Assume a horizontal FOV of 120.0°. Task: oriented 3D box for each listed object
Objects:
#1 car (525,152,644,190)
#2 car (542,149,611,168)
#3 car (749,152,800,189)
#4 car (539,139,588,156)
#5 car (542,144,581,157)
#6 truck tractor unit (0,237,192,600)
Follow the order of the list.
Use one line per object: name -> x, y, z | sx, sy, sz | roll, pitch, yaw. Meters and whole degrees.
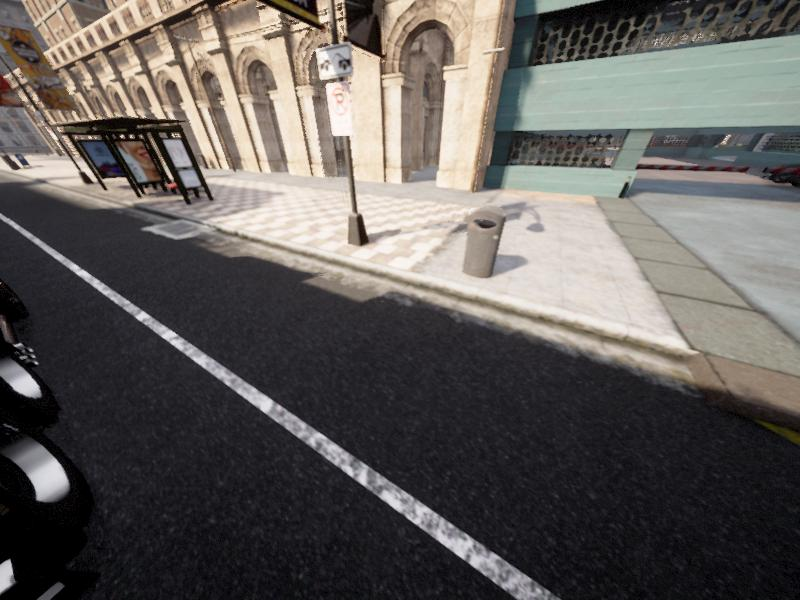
car -> 10.077, -7.456, 13.177 | 4.786, 1.482, 2.161 | 17, 39, 24
car -> 16.077, -13.113, 21.346 | 4.718, 1.301, 1.895 | 17, 39, 24
car -> 22.208, -6.377, 11.451 | 4.902, 1.511, 2.128 | 17, 39, 24
car -> 24.335, -22.966, 34.681 | 5.566, 2.045, 2.435 | 17, 39, 24
car -> 24.286, -22.661, 34.928 | 4.514, 1.523, 2.007 | 17, 39, 24
truck tractor unit -> -5.064, -0.346, 0.840 | 6.516, 4.208, 3.053 | 20, 40, 26
